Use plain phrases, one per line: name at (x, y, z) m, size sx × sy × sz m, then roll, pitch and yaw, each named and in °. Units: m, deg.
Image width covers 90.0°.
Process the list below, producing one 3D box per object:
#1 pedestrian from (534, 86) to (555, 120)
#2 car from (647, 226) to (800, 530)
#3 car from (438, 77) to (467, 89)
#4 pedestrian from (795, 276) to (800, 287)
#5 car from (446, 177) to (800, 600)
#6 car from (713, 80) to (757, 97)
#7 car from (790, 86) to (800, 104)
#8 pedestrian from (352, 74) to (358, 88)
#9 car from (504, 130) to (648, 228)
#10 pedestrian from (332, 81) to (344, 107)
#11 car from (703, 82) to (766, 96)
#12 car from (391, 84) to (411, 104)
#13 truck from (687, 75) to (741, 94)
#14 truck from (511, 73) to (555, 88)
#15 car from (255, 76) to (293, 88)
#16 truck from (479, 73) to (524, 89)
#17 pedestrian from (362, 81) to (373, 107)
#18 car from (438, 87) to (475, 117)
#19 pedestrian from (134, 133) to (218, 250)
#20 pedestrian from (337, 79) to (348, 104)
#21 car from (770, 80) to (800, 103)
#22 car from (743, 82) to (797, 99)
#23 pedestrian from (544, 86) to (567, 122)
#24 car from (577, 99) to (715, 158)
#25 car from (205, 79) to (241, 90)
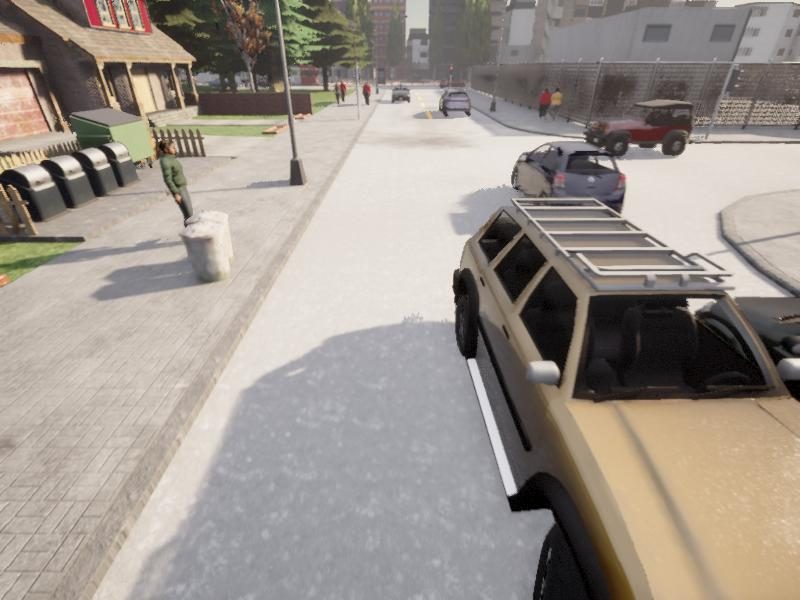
pedestrian at (8.969, -12.238, 24.832) m, size 0.751 × 1.860 × 0.751 m, roll 1°, pitch 30°, yaw 2°
car at (3.965, 0.946, 2.807) m, size 1.851 × 1.617 × 3.988 m, roll 0°, pitch 30°, yaw 0°
car at (8.127, -33.461, 61.613) m, size 3.988 × 1.617 × 1.851 m, roll -17°, pitch 34°, yaw -27°
pedestrian at (6.598, -0.961, 5.572) m, size 0.751 × 1.860 × 0.751 m, roll -16°, pitch 34°, yaw -25°
car at (1.718, 0.453, 3.371) m, size 1.932 × 1.855 × 4.605 m, roll 0°, pitch 30°, yaw -2°
car at (38.849, -24.624, 46.557) m, size 1.789 × 1.547 × 3.705 m, roll 0°, pitch 30°, yaw 0°
car at (37.590, -18.661, 36.460) m, size 2.207 × 1.379 × 1.481 m, roll 0°, pitch 30°, yaw 0°
pedestrian at (-6.890, -33.806, 61.842) m, size 0.751 × 1.860 × 0.751 m, roll 1°, pitch 30°, yaw 1°
car at (3.990, -3.140, 9.865) m, size 1.845 × 1.501 × 3.633 m, roll 0°, pitch 30°, yaw 0°
pedestrian at (-5.083, -16.868, 32.701) m, size 0.751 × 1.860 × 0.751 m, roll 0°, pitch 30°, yaw 0°
car at (39.009, -24.676, 46.789) m, size 5.357 × 1.415 × 2.033 m, roll 0°, pitch 30°, yaw 0°
car at (0.096, -19.616, 38.054) m, size 1.816 × 1.474 × 4.193 m, roll 0°, pitch 30°, yaw 0°
truck at (39.187, -26.945, 50.050) m, size 4.478 × 2.038 × 2.069 m, roll 0°, pitch 30°, yaw 0°
truck at (21.707, -36.024, 65.564) m, size 6.274 × 2.098 × 2.390 m, roll 0°, pitch 30°, yaw 0°
car at (-19.598, -33.917, 62.262) m, size 5.027 × 1.651 × 2.152 m, roll 0°, pitch 30°, yaw 0°
truck at (15.633, -34.012, 62.099) m, size 6.274 × 2.098 × 2.390 m, roll 0°, pitch 30°, yaw 0°
pedestrian at (-2.691, -16.948, 32.847) m, size 0.751 × 1.860 × 0.751 m, roll 2°, pitch 30°, yaw 3°
car at (4.005, -14.526, 29.221) m, size 2.033 × 1.649 × 4.856 m, roll 0°, pitch 30°, yaw 1°
pedestrian at (-3.936, -1.937, 7.193) m, size 0.751 × 1.860 × 0.751 m, roll -7°, pitch 31°, yaw -12°
pedestrian at (-5.040, -18.344, 35.223) m, size 0.751 × 1.860 × 0.751 m, roll 1°, pitch 30°, yaw 1°
car at (38.462, -19.930, 38.218) m, size 3.866 × 1.878 × 1.905 m, roll 0°, pitch 30°, yaw 0°
car at (39.406, -22.365, 42.719) m, size 3.633 × 1.501 × 1.845 m, roll 0°, pitch 30°, yaw 0°
pedestrian at (9.243, -11.623, 23.782) m, size 0.751 × 1.860 × 0.751 m, roll 0°, pitch 30°, yaw 0°
car at (9.527, -6.807, 15.794) m, size 3.866 × 1.878 × 1.905 m, roll -2°, pitch 30°, yaw -4°
car at (-27.559, -33.678, 62.430) m, size 4.674 × 1.442 × 1.812 m, roll 0°, pitch 30°, yaw 0°
